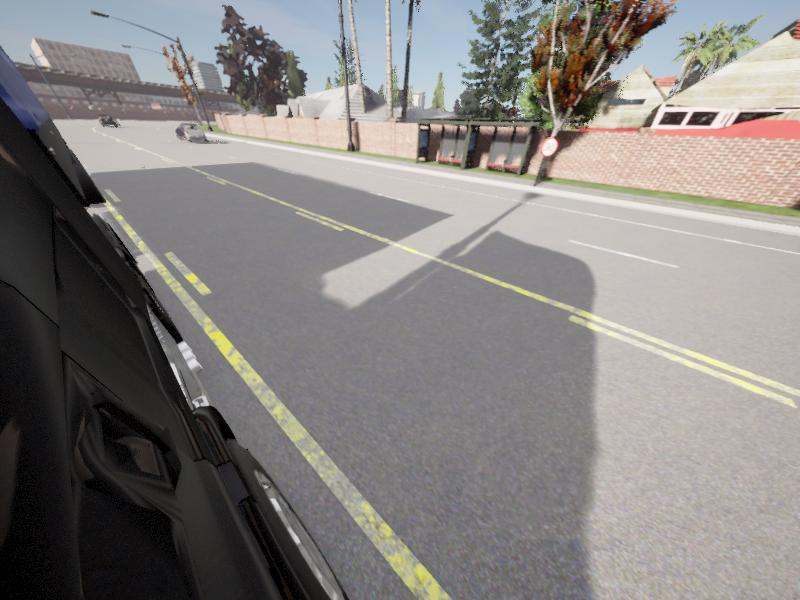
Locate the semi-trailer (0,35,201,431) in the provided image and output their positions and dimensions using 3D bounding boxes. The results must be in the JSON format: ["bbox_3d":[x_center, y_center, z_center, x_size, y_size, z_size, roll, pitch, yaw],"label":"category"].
[{"bbox_3d":[-8.657,-3.644,4.252,14.254,4.402,2.717,29,44,30],"label":"semi-trailer"}]

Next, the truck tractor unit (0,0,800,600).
[{"bbox_3d":[-2.645,-0.295,0.352,6.516,4.208,3.053,28,44,30],"label":"truck tractor unit"}]

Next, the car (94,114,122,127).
[{"bbox_3d":[-45.724,-28.198,36.266,1.789,1.549,3.705,-24,45,-28],"label":"car"}]

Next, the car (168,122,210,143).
[{"bbox_3d":[-21.163,-16.841,23.228,3.633,1.501,1.845,28,43,28],"label":"car"}]
